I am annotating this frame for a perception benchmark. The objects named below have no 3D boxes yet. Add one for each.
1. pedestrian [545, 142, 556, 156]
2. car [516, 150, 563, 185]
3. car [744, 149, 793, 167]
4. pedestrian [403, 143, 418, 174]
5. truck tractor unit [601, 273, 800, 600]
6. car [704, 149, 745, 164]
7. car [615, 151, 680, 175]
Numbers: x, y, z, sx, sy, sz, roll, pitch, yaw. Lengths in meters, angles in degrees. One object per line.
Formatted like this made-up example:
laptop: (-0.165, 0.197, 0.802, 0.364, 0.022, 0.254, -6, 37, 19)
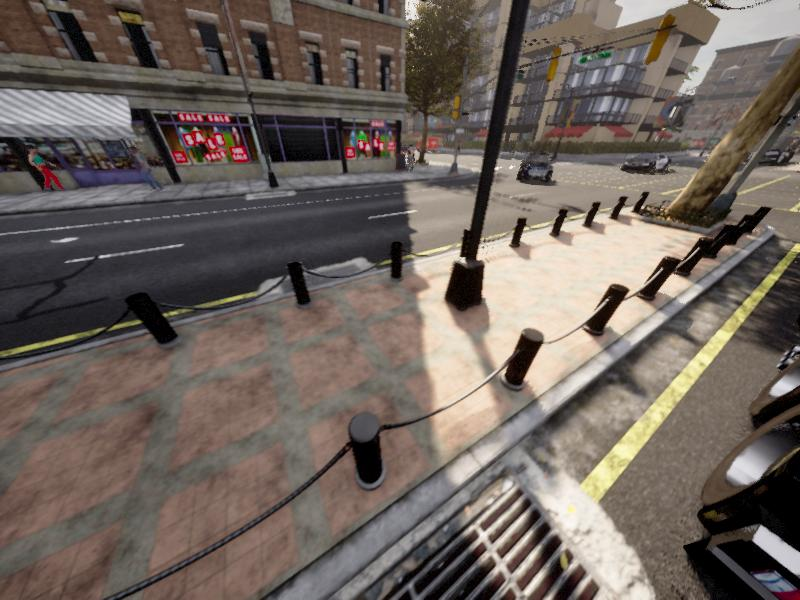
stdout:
pedestrian: (24.303, -24.431, 37.370, 0.751, 1.860, 0.751, -19, 39, -25)
car: (9.473, -9.310, 16.033, 2.033, 1.649, 4.856, 15, 37, 18)
car: (42.977, -16.647, 26.941, 4.974, 1.542, 2.038, -18, 39, -24)
pedestrian: (0.773, -10.527, 17.195, 0.751, 1.860, 0.751, -21, 40, -28)
truck tractor unit: (5.123, -0.289, 0.758, 6.516, 4.208, 3.053, -18, 39, -23)
car: (41.392, -18.414, 29.513, 3.806, 1.475, 1.970, -18, 39, -24)
car: (21.453, -11.983, 20.060, 4.974, 1.542, 2.038, -18, 39, -24)
